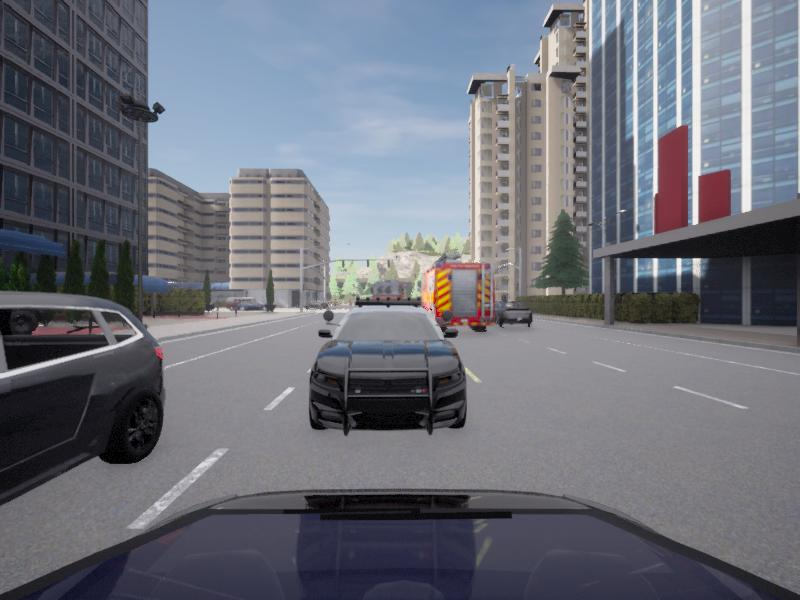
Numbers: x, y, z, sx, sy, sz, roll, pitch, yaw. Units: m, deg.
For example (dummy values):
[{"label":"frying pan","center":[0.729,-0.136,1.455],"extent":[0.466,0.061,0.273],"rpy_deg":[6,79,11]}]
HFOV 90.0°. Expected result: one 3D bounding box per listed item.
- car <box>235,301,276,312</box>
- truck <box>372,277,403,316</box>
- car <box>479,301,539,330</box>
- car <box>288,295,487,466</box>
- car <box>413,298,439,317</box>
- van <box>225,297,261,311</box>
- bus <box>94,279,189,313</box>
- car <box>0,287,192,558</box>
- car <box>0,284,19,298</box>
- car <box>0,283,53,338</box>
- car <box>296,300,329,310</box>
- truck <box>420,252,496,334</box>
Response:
[{"label":"car","center":[-19.635,0.851,54.438],"extent":[4.792,1.488,2.163],"rpy_deg":[0,0,-1]},{"label":"truck","center":[-1.220,-0.321,43.900],"extent":[2.891,3.827,8.468],"rpy_deg":[0,0,2]},{"label":"car","center":[6.372,0.836,23.975],"extent":[2.128,1.511,4.902],"rpy_deg":[0,0,-1]},{"label":"car","center":[-0.189,0.771,6.483],"extent":[1.930,1.638,5.238],"rpy_deg":[0,0,-2]},{"label":"car","center":[2.490,0.694,39.057],"extent":[2.097,1.767,4.553],"rpy_deg":[0,0,-1]},{"label":"van","center":[-22.666,0.598,57.894],"extent":[4.442,1.987,1.775],"rpy_deg":[0,0,-1]},{"label":"bus","center":[-34.901,-0.523,54.328],"extent":[10.273,4.253,3.944],"rpy_deg":[-1,0,-1]},{"label":"car","center":[-3.586,0.754,2.514],"extent":[2.242,1.667,4.611],"rpy_deg":[0,0,-1]},{"label":"car","center":[-16.357,-0.347,15.659],"extent":[1.750,0.535,1.642],"rpy_deg":[0,0,29]},{"label":"car","center":[-17.017,0.402,14.472],"extent":[2.390,2.098,6.274],"rpy_deg":[0,0,29]},{"label":"car","center":[-14.285,0.771,65.271],"extent":[5.238,1.638,1.930],"rpy_deg":[0,1,-12]},{"label":"truck","center":[2.906,-0.321,22.777],"extent":[2.891,3.827,8.468],"rpy_deg":[0,0,-1]}]
